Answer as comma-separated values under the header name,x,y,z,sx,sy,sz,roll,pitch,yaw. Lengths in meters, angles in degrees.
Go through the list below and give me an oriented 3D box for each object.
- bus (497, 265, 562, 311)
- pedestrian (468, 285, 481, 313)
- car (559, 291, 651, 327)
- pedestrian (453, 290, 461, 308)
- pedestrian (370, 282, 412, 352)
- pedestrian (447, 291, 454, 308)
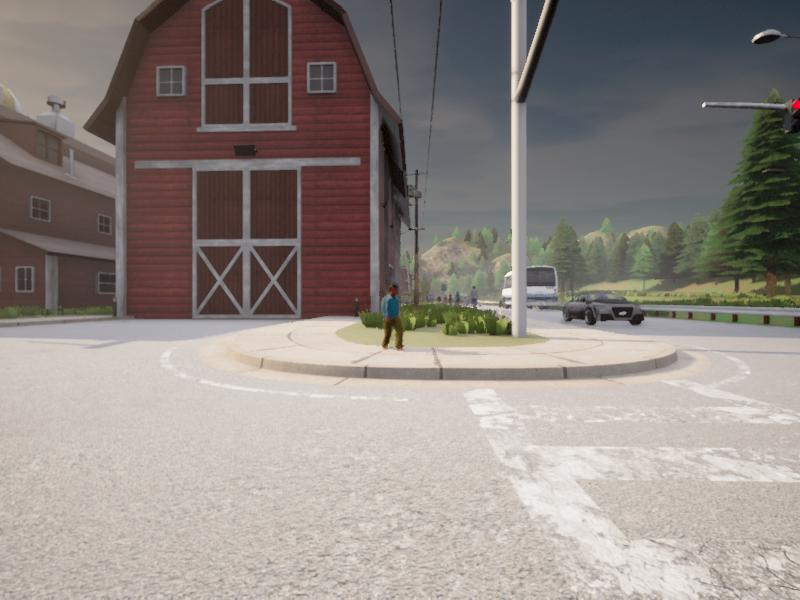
name,x,y,z,sx,sy,sz,roll,pitch,yaw
bus,13.300,-1.109,42.376,3.944,4.253,10.273,0,0,3
pedestrian,5.040,-0.089,27.142,0.751,1.860,0.751,0,0,4
car,8.666,0.333,17.379,1.994,1.385,4.181,0,0,3
pedestrian,6.028,-0.089,42.051,0.751,1.860,0.751,0,0,1
pedestrian,-0.147,0.265,6.639,0.500,1.100,0.500,0,0,-34
pedestrian,5.567,-0.089,44.218,0.751,1.860,0.751,0,0,12
